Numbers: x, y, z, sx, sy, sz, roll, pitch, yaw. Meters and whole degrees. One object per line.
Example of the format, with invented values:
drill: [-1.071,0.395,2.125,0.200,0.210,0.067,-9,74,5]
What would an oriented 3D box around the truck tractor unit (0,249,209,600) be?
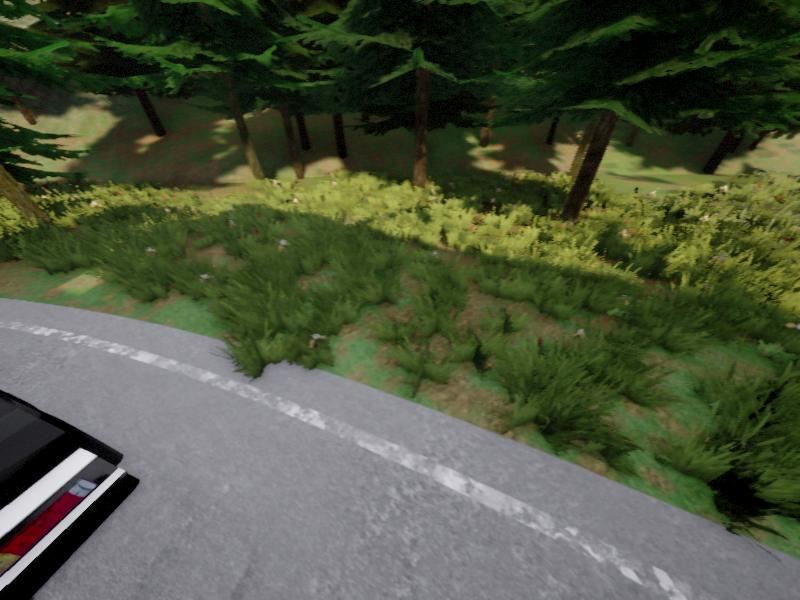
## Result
truck tractor unit: [-5.313,-0.016,0.395,6.516,4.208,3.053,8,37,12]
